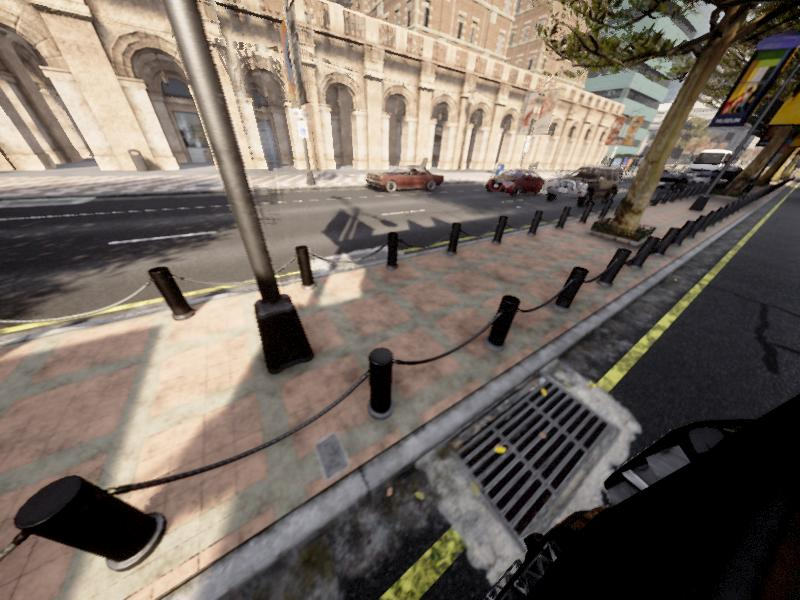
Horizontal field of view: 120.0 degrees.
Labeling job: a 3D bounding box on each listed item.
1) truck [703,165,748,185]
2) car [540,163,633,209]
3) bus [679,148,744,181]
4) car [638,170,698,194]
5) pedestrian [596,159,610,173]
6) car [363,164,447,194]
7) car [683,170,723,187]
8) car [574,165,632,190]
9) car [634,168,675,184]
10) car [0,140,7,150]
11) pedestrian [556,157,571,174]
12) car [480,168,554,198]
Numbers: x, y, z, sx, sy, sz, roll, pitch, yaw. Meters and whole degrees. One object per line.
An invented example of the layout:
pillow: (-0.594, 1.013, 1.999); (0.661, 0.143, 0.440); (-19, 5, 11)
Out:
truck: (46.299, -17.859, 32.861); (6.274, 2.098, 2.390); (-18, 39, -28)
car: (10.263, -6.369, 12.752); (4.605, 1.855, 1.932); (-17, 38, -29)
bus: (53.345, -23.181, 39.530); (10.273, 4.253, 3.944); (-18, 39, -28)
car: (23.545, -10.418, 20.288); (4.902, 1.511, 2.128); (-17, 39, -28)
pedestrian: (32.559, -21.415, 37.010); (0.751, 1.860, 0.751); (-13, 37, -23)
car: (0.346, -7.421, 14.044); (4.718, 1.301, 1.895); (-18, 39, -28)
car: (35.182, -14.105, 26.797); (3.633, 1.501, 1.845); (-17, 39, -28)
car: (18.231, -11.077, 20.741); (4.856, 1.649, 2.033); (-18, 39, -28)
car: (30.529, -14.915, 27.669); (4.892, 1.490, 1.837); (-18, 39, -28)
car: (-42.979, -15.751, 22.933); (2.163, 1.488, 4.792); (-17, 39, -28)
pedestrian: (21.649, -17.722, 30.535); (0.751, 1.860, 0.751); (-16, 38, -26)
car: (7.492, -7.577, 14.808); (4.181, 1.385, 1.994); (-18, 39, -28)
